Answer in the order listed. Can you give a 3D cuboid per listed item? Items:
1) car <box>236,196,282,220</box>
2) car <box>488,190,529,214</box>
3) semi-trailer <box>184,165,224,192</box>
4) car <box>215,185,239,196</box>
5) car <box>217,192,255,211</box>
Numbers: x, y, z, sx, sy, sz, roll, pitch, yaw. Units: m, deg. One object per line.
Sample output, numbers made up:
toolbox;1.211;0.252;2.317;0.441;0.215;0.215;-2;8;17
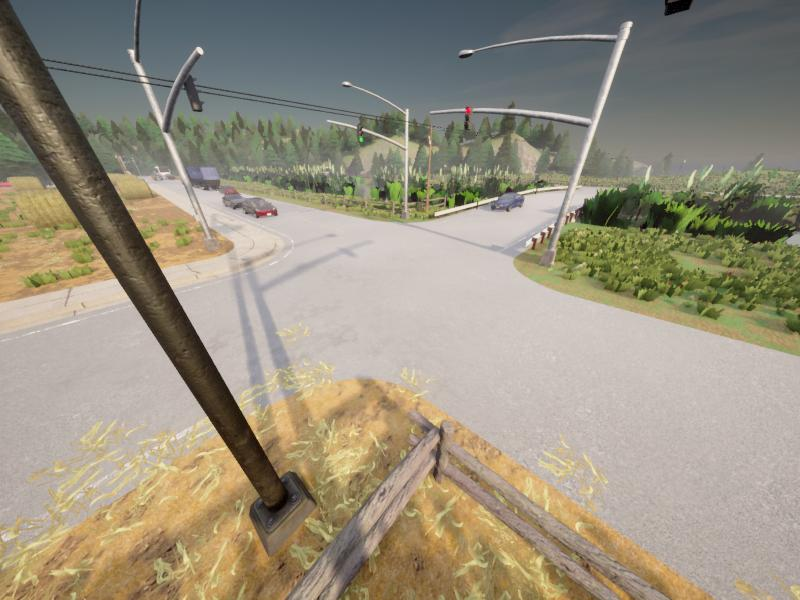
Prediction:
car;-13.844;-9.098;22.586;4.792;1.488;2.163;25;38;36
car;11.213;-10.164;23.755;4.674;1.442;1.812;-28;40;-35
semi-trailer;-40.965;-25.536;48.121;14.254;4.402;2.717;25;38;36
car;-29.806;-18.963;39.786;4.181;1.385;1.994;25;38;36
car;-19.213;-11.586;26.983;5.357;1.411;2.033;25;38;36
